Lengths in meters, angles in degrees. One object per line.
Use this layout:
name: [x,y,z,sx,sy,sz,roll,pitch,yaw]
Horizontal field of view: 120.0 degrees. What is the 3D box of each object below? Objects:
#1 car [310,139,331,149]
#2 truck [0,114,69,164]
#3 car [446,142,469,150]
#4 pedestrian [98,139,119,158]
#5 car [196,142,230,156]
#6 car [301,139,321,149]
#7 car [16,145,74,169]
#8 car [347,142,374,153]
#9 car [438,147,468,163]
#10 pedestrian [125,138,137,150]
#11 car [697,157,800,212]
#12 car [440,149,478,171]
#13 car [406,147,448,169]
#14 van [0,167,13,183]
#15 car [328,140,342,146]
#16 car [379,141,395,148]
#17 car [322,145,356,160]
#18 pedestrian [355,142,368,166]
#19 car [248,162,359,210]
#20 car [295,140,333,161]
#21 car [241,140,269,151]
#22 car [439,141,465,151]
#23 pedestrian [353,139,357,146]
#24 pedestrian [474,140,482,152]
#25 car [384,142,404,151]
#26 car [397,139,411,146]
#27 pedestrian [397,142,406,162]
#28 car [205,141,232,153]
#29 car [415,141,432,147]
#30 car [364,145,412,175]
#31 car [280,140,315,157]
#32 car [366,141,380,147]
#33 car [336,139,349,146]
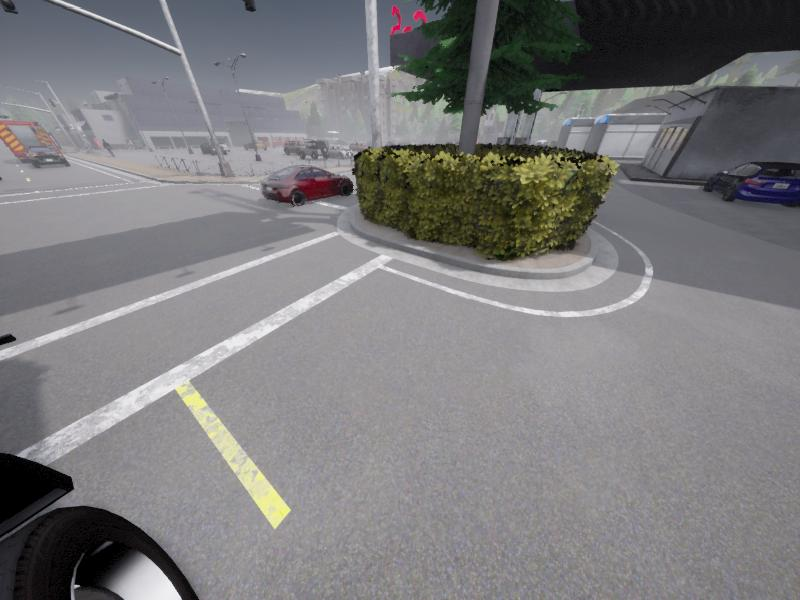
car: [-18.580,-36.602,54.082,4.605,1.855,1.932,22,41,28]
truck: [-38.715,-16.621,23.920,8.468,3.827,2.891,22,41,28]
car: [13.521,-36.472,54.542,4.514,1.523,2.007,22,41,28]
pedestrian: [-34.783,-18.135,27.580,0.751,1.860,0.751,24,42,30]
car: [-26.925,-21.720,33.246,4.514,1.523,2.007,22,41,28]
car: [-19.902,-35.114,51.925,3.866,1.878,1.905,22,41,28]
car: [-31.420,-12.710,20.411,4.974,1.542,2.038,22,41,28]
car: [-7.041,-27.293,41.296,4.514,1.523,2.007,22,41,28]
car: [6.480,-17.609,28.010,1.970,1.475,3.806,22,41,28]
pedestrian: [-52.900,-30.670,45.472,0.751,1.860,0.751,24,42,30]
car: [17.423,-5.820,11.299,2.242,1.667,4.611,22,41,28]
car: [5.749,-13.519,22.199,1.816,1.474,4.193,22,41,28]
car: [2.837,-14.707,23.733,2.033,1.649,4.856,22,41,28]
van: [-25.493,-8.018,13.336,4.480,2.038,2.069,20,40,24]
car: [-21.207,-51.497,75.893,1.816,1.474,4.193,22,41,28]
car: [-3.462,-41.204,61.219,3.806,1.475,1.970,22,41,28]
car: [-7.764,-18.819,29.370,3.806,1.475,1.970,22,41,28]
pedestrian: [-3.620,-13.798,21.890,0.751,1.860,0.751,22,41,28]
car: [-4.150,-5.429,10.689,1.994,1.385,4.181,22,40,28]
car: [-10.164,-17.689,27.256,3.866,1.878,1.905,22,41,28]
car: [-27.214,-29.029,43.369,5.027,1.636,2.152,22,41,28]
car: [11.772,-34.985,52.404,5.027,1.636,2.152,22,41,28]
pedestrian: [-14.336,-49.933,73.087,0.751,1.860,0.751,16,38,21]
pedestrian: [14.663,-28.853,43.390,0.751,1.860,0.751,22,41,28]
car: [-1.295,-31.965,48.006,3.633,1.501,1.845,22,41,28]
car: [1.370,-53.647,78.789,4.605,1.855,1.932,22,40,27]
pedestrian: [0.135,-16.930,26.361,0.751,1.860,0.751,23,41,28]
car: [-30.616,-25.837,38.950,3.806,1.475,1.970,22,41,28]
car: [7.702,-50.976,75.387,4.792,1.488,2.163,22,40,27]
car: [-0.882,-11.790,19.339,1.905,1.878,3.866,22,41,28]
car: [-14.742,-21.830,33.138,4.605,1.855,1.932,22,41,28]
car: [-7.848,-45.077,66.669,3.633,1.501,1.845,22,41,28]
car: [-18.408,-50.433,74.067,1.905,1.878,3.866,22,41,28]
